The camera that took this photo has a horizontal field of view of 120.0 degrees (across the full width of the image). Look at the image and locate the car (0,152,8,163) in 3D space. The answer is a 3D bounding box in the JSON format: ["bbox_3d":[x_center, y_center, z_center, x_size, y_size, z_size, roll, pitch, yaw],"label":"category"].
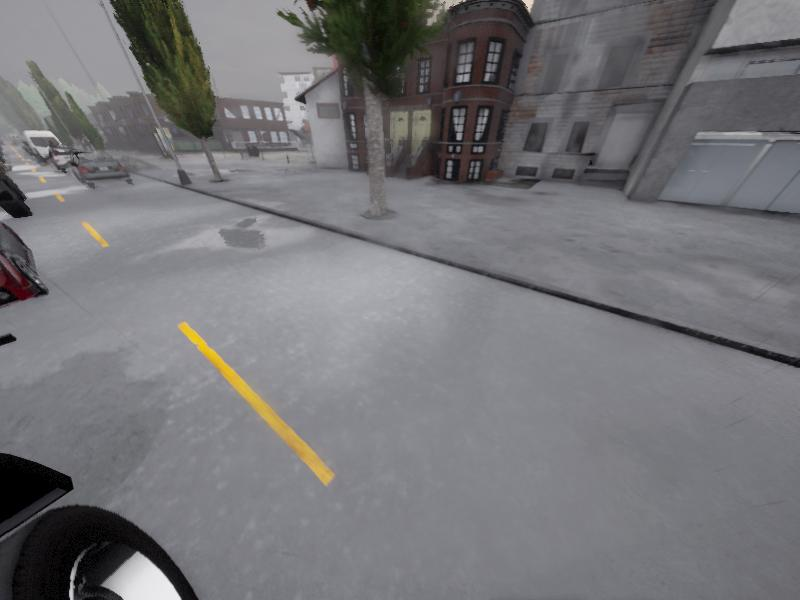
[{"bbox_3d":[-40.569,-14.408,22.356,4.605,1.855,1.932,22,41,28],"label":"car"}]

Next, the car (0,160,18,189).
[{"bbox_3d":[-22.716,-6.901,12.184,4.902,1.511,2.128,22,41,28],"label":"car"}]

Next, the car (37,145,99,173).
[{"bbox_3d":[-25.394,-10.865,17.697,3.988,1.617,1.851,23,41,28],"label":"car"}]

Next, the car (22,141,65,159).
[{"bbox_3d":[-42.459,-17.906,27.513,4.856,1.649,2.033,23,41,28],"label":"car"}]

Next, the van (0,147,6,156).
[{"bbox_3d":[-55.079,-20.685,30.514,5.915,2.561,1.988,22,41,28],"label":"van"}]

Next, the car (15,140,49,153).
[{"bbox_3d":[-59.292,-24.822,37.248,4.611,1.667,2.242,22,41,28],"label":"car"}]

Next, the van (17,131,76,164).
[{"bbox_3d":[-35.975,-15.609,23.521,5.915,2.561,1.988,23,41,28],"label":"van"}]

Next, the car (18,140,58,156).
[{"bbox_3d":[-50.062,-21.013,31.920,4.611,1.667,2.242,22,41,28],"label":"car"}]

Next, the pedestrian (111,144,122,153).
[{"bbox_3d":[-43.074,-23.065,35.080,0.500,1.100,0.500,17,39,22],"label":"pedestrian"}]

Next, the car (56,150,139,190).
[{"bbox_3d":[-16.321,-7.103,12.476,3.705,1.549,1.789,22,40,28],"label":"car"}]

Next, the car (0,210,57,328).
[{"bbox_3d":[-7.707,-0.647,3.572,4.181,1.385,1.994,22,41,28],"label":"car"}]

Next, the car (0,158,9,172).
[{"bbox_3d":[-31.716,-10.636,17.341,5.366,1.575,1.801,22,41,28],"label":"car"}]

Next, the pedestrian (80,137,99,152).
[{"bbox_3d":[-46.864,-23.424,34.872,0.751,1.860,0.751,15,38,20],"label":"pedestrian"}]

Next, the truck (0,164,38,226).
[{"bbox_3d":[-14.908,-3.921,7.513,6.274,2.098,2.390,23,41,28],"label":"truck"}]
